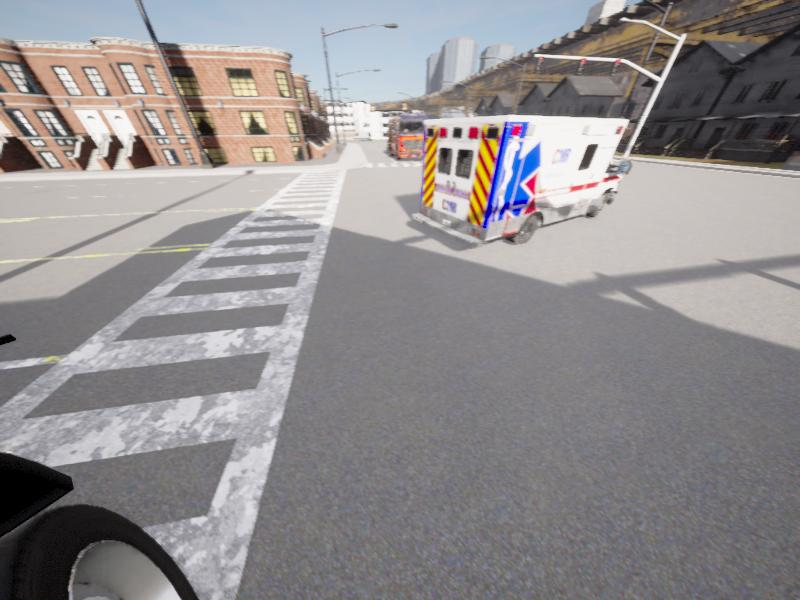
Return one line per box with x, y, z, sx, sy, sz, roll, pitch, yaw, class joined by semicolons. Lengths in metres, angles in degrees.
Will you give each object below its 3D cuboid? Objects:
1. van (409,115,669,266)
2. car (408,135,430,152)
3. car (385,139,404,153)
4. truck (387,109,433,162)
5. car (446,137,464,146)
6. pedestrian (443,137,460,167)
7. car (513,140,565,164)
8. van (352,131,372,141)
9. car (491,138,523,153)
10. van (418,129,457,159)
3.581;-3.244;6.161;6.366;2.431;2.351;-19;40;-24;van
2.574;-22.114;32.620;1.932;1.855;4.605;-6;36;-7;car
-0.831;-21.430;32.048;1.837;1.490;4.892;-6;36;-7;car
0.657;-16.873;23.768;2.891;3.827;8.468;-6;37;-7;truck
10.707;-31.182;45.370;1.812;1.442;4.674;-6;36;-7;car
3.935;-11.368;17.782;0.751;1.860;0.751;-20;40;-25;pedestrian
12.086;-13.150;20.433;1.789;1.549;3.705;-6;36;-7;car
-12.340;-53.529;75.460;5.915;2.561;1.988;13;38;18;van
13.750;-20.028;29.946;1.970;1.475;3.806;-6;36;-7;car
3.937;-17.509;25.795;2.351;2.431;6.366;-5;36;-7;van
